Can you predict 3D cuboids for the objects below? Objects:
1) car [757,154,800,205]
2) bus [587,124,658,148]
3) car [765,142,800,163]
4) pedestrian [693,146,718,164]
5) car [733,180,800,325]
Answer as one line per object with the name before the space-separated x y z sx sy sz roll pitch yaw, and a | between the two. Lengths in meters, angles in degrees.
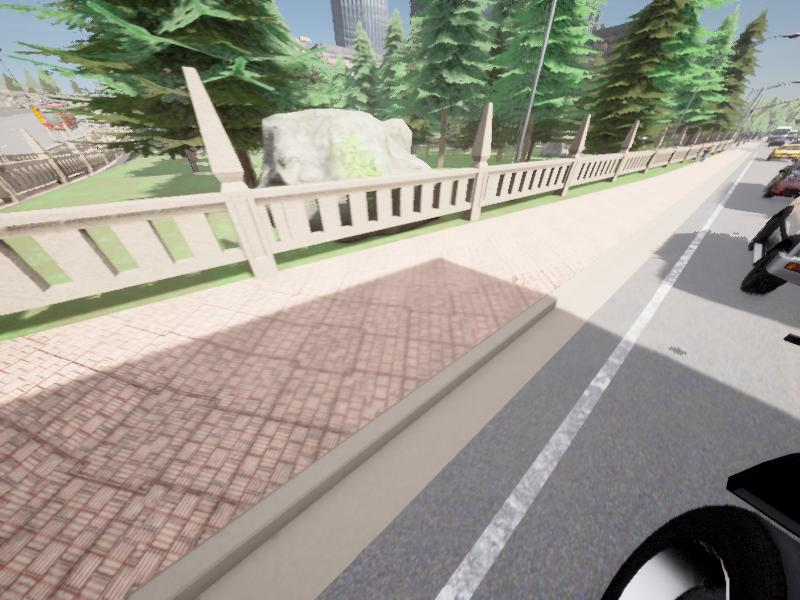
car | 16.922 -5.008 9.512 3.633 1.501 1.845 -24 41 -30
bus | 50.638 -37.595 53.134 3.944 4.253 10.273 -24 41 -30
car | 39.018 -14.914 23.290 5.366 1.575 1.801 -24 41 -30
pedestrian | 27.017 -12.847 20.443 0.751 1.300 0.751 -25 42 -31
car | 7.786 -1.061 3.705 4.605 1.855 1.932 -24 41 -30
